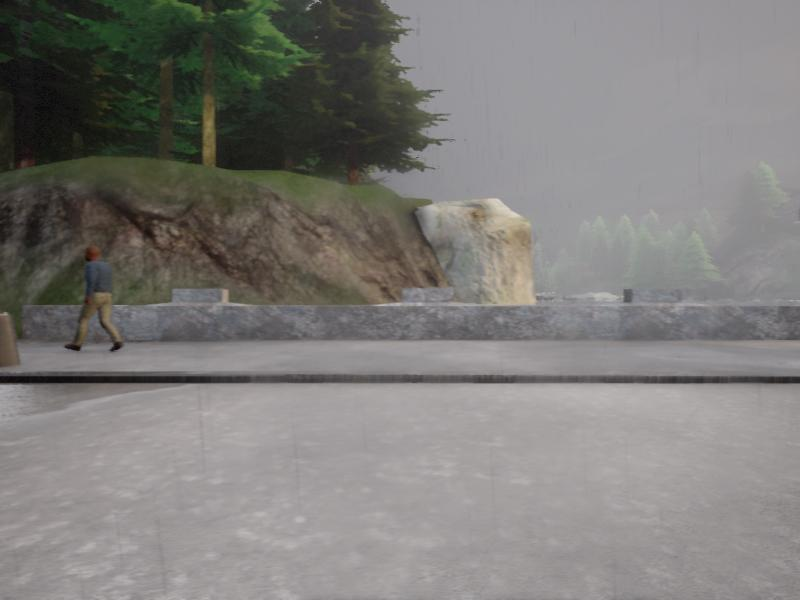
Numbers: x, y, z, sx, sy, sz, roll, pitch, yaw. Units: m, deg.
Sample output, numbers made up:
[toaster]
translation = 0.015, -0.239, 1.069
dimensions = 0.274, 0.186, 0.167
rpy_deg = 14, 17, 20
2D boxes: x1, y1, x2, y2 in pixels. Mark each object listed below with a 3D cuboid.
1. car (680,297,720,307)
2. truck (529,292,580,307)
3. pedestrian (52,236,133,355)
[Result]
[car]
translation = 41.974, 0.262, 56.085
dimensions = 4.193, 1.474, 1.816
rpy_deg = 0, 0, 0
[truck]
translation = 21.650, -0.050, 56.145
dimensions = 6.274, 2.098, 2.390
rpy_deg = 0, 0, 0
[pedestrian]
translation = -5.093, -0.069, 6.662
dimensions = 0.751, 1.860, 0.751
rpy_deg = 0, 0, 9
